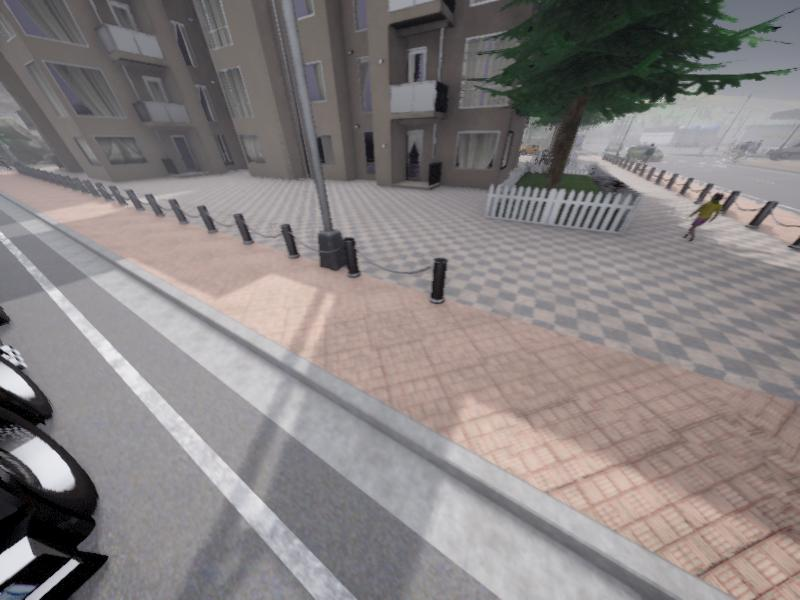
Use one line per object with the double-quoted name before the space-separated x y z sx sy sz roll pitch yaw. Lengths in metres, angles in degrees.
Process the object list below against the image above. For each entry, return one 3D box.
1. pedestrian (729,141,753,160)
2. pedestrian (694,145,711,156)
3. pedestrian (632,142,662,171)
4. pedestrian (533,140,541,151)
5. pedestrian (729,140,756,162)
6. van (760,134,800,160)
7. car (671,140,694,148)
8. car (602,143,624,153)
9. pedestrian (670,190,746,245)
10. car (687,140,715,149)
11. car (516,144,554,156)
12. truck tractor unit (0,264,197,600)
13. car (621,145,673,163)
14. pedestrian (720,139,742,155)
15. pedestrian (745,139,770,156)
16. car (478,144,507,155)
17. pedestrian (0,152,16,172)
"pedestrian" 40.557 -17.791 27.483 0.751 1.860 0.751 28 44 35
"pedestrian" 43.456 -21.427 33.181 0.751 1.300 0.751 15 38 20
"pedestrian" 18.859 -10.995 17.692 0.751 1.860 0.751 17 38 23
"pedestrian" 27.442 -31.043 46.306 0.751 1.860 0.751 -27 43 -32
"pedestrian" 34.394 -14.958 23.234 0.751 1.860 0.751 -27 43 -33
"van" 49.139 -18.295 27.574 5.915 2.561 1.988 17 39 23
"car" 68.768 -37.942 56.247 2.007 1.523 4.514 17 39 23
"car" 40.460 -28.985 43.913 2.007 1.525 4.514 17 38 23
"pedestrian" 7.216 -1.955 5.483 0.500 1.100 0.500 15 38 21
"car" 71.541 -37.123 55.029 2.152 1.636 5.027 17 39 23
"car" 21.602 -24.152 37.119 5.008 1.535 1.882 17 39 24
"truck tractor unit" -5.114 -0.299 0.780 6.516 4.208 3.053 18 39 24
"car" 28.969 -17.369 27.339 2.007 1.525 4.514 7 36 10
"pedestrian" 46.816 -21.650 32.694 0.751 1.860 0.751 18 39 24
"pedestrian" 48.694 -20.812 31.473 0.751 1.860 0.751 10 36 14
"car" 15.931 -25.888 39.720 4.193 1.474 1.816 17 39 23
"pedestrian" -34.329 -12.030 19.659 0.751 1.860 0.751 17 38 23
